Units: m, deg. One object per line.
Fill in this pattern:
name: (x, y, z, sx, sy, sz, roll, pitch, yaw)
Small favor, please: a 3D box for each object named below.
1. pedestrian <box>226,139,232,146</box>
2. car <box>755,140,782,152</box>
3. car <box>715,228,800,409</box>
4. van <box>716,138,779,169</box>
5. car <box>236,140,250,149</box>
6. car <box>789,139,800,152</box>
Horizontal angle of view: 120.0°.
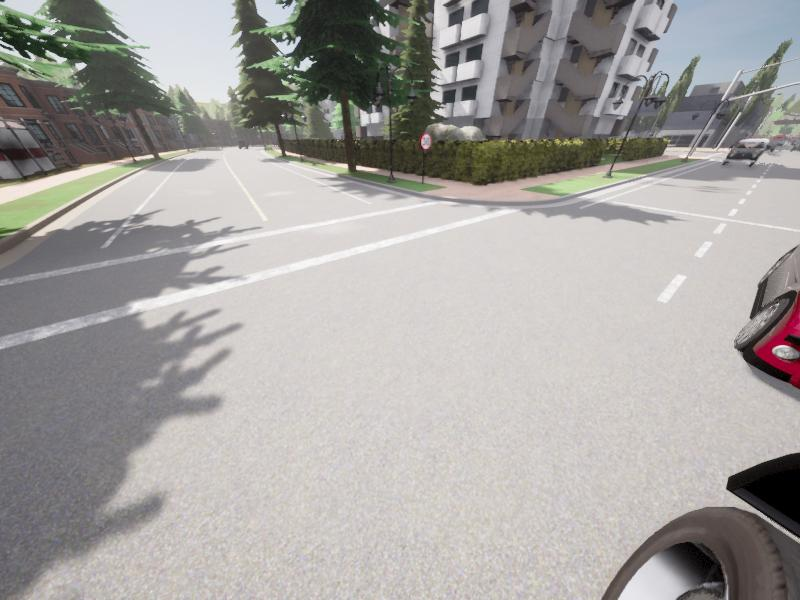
pedestrian: (-53.457, -49.202, 72.154, 0.751, 1.860, 0.751, -5, 35, -7)
car: (62.114, -25.905, 38.895, 3.705, 1.549, 1.789, -23, 41, -28)
car: (5.839, 0.057, 2.531, 3.806, 1.475, 1.970, -22, 41, -28)
van: (30.290, -12.849, 20.171, 4.480, 2.038, 2.069, -23, 41, -28)
car: (-39.077, -38.849, 57.646, 1.905, 1.878, 3.866, -13, 37, -17)
car: (67.961, -25.948, 38.727, 4.553, 1.767, 2.097, -23, 41, -28)
